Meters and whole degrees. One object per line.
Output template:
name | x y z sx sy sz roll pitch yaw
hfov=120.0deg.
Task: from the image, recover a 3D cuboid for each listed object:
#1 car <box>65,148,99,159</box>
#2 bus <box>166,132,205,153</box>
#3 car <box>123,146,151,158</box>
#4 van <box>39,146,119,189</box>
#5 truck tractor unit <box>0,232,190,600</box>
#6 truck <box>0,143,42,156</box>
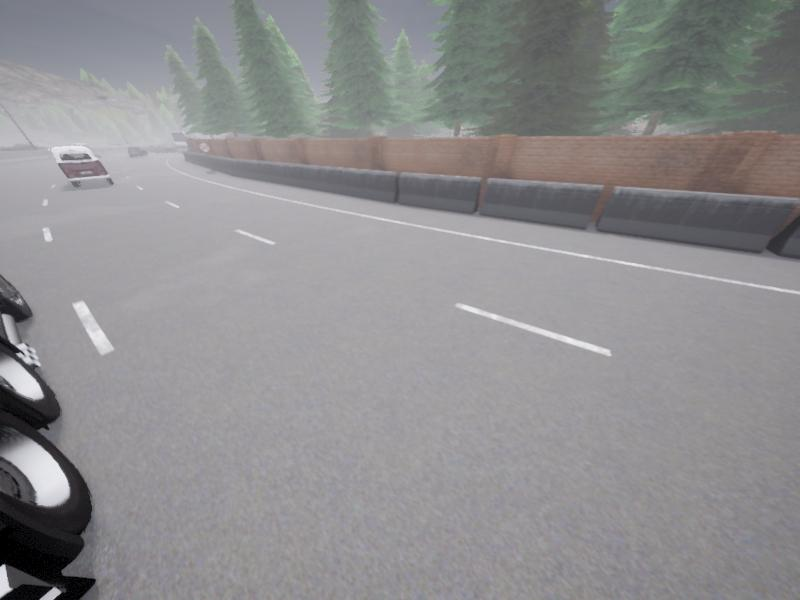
car | -53.674 -24.816 39.139 1.994 1.385 4.181 -19 39 -25
bus | -55.670 -41.307 60.493 3.944 4.253 10.273 -14 37 -18
car | -47.329 -26.734 41.644 2.033 1.649 4.856 -20 39 -26
van | -20.469 -8.683 14.952 4.480 2.038 2.069 27 44 34
truck tractor unit | -5.057 -0.348 0.866 6.516 4.208 3.053 20 39 27
truck | -84.525 -33.389 51.121 2.390 2.098 6.274 -13 37 -18
